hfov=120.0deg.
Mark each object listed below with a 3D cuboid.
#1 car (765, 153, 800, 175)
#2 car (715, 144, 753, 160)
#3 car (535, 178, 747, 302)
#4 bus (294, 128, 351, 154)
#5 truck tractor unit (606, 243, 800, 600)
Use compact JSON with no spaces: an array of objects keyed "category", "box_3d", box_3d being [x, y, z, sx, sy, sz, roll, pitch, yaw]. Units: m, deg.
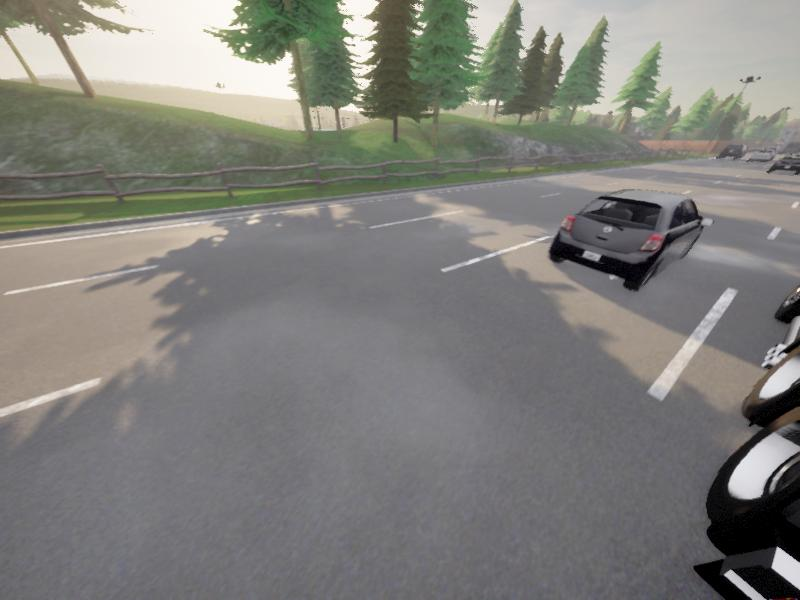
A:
[{"category":"car","box_3d":[35.912,-12.529,21.154,4.193,1.474,1.816,-20,39,-26]},{"category":"car","box_3d":[53.888,-23.912,37.267,5.566,2.045,2.150,-20,39,-26]},{"category":"car","box_3d":[5.123,-1.572,5.019,3.633,1.501,1.845,-20,39,-26]},{"category":"bus","box_3d":[-16.507,-34.404,50.036,10.273,4.253,3.944,-20,39,-27]},{"category":"truck tractor unit","box_3d":[5.075,-0.332,0.845,6.516,4.208,3.053,-19,39,-26]}]
